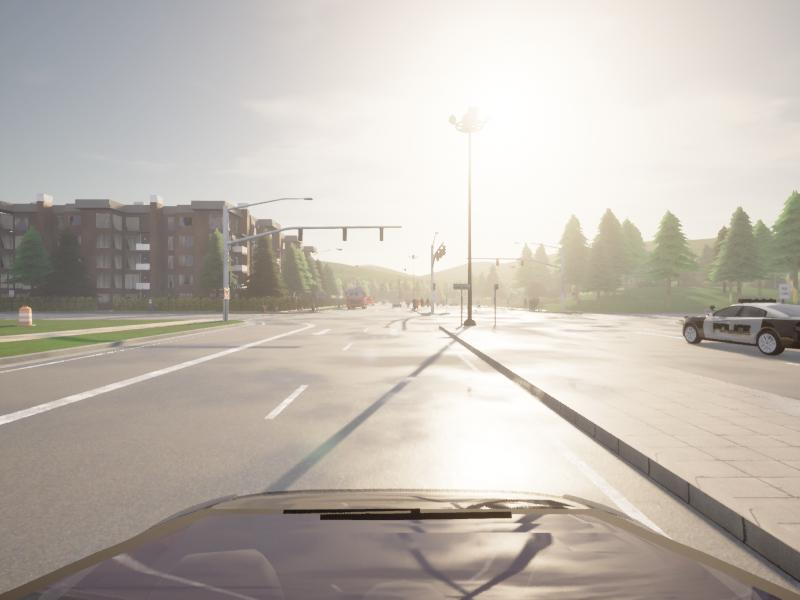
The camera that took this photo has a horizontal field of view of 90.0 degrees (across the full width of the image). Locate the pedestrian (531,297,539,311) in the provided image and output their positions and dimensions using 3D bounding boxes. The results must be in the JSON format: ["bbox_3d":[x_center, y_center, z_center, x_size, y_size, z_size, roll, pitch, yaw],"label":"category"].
[{"bbox_3d":[18.151,0.473,53.689,0.751,1.860,0.751,0,0,-8],"label":"pedestrian"}]

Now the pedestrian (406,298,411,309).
[{"bbox_3d":[1.419,0.638,68.306,0.751,1.860,0.751,0,0,-3],"label":"pedestrian"}]

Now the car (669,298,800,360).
[{"bbox_3d":[11.476,0.771,13.033,1.930,1.638,5.238,0,0,0],"label":"car"}]

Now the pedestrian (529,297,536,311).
[{"bbox_3d":[17.640,0.485,53.270,0.751,1.860,0.751,0,0,11],"label":"pedestrian"}]

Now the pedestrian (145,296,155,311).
[{"bbox_3d":[-31.274,0.485,50.140,0.751,1.860,0.751,0,0,15],"label":"pedestrian"}]

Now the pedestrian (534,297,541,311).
[{"bbox_3d":[18.263,0.473,53.058,0.751,1.860,0.751,0,0,29],"label":"pedestrian"}]

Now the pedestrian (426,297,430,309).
[{"bbox_3d":[4.549,0.485,65.149,0.751,1.860,0.751,0,0,5],"label":"pedestrian"}]

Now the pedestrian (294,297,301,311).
[{"bbox_3d":[-13.828,0.485,53.741,0.751,1.860,0.751,0,0,0],"label":"pedestrian"}]

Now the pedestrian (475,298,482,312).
[{"bbox_3d":[10.224,0.637,51.993,0.751,1.860,0.751,0,0,-10],"label":"pedestrian"}]

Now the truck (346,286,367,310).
[{"bbox_3d":[-7.405,-0.325,69.362,2.891,3.827,8.468,0,0,-1],"label":"truck"}]

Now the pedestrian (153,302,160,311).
[{"bbox_3d":[-30.847,0.865,50.713,0.500,1.100,0.500,0,0,25],"label":"pedestrian"}]

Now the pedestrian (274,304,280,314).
[{"bbox_3d":[-13.932,1.017,45.271,0.500,1.100,0.500,0,0,3],"label":"pedestrian"}]
